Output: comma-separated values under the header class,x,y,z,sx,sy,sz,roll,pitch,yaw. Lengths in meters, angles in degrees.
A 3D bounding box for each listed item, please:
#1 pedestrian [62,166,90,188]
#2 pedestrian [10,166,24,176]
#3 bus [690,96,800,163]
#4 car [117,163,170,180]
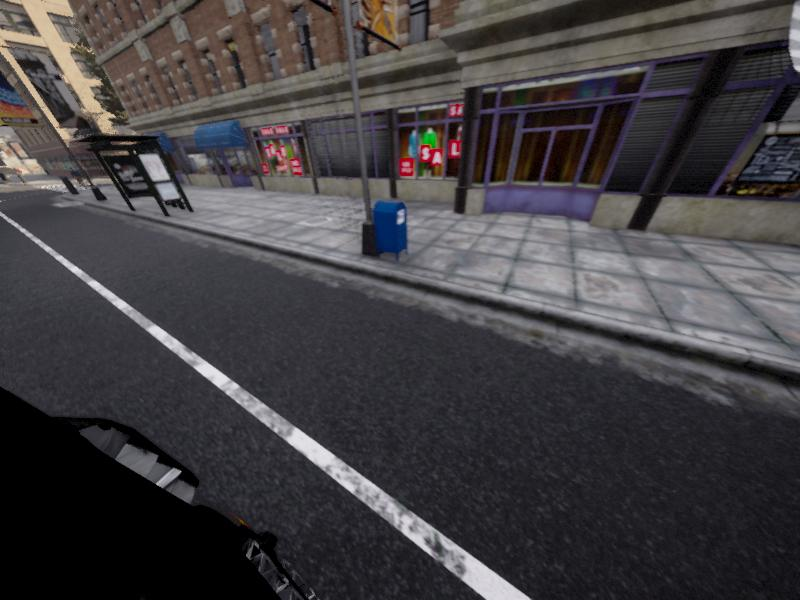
class,x,y,z,sx,sy,sz,roll,pitch,yaw
pedestrian,-31.676,-12.037,22.604,0.751,1.860,0.751,16,38,26
pedestrian,-87.871,-29.560,52.941,0.751,1.860,0.751,15,37,25
bus,33.125,-13.908,18.887,10.273,4.253,3.944,16,38,26
car,-33.473,-16.850,30.279,1.851,1.617,3.988,15,38,25
